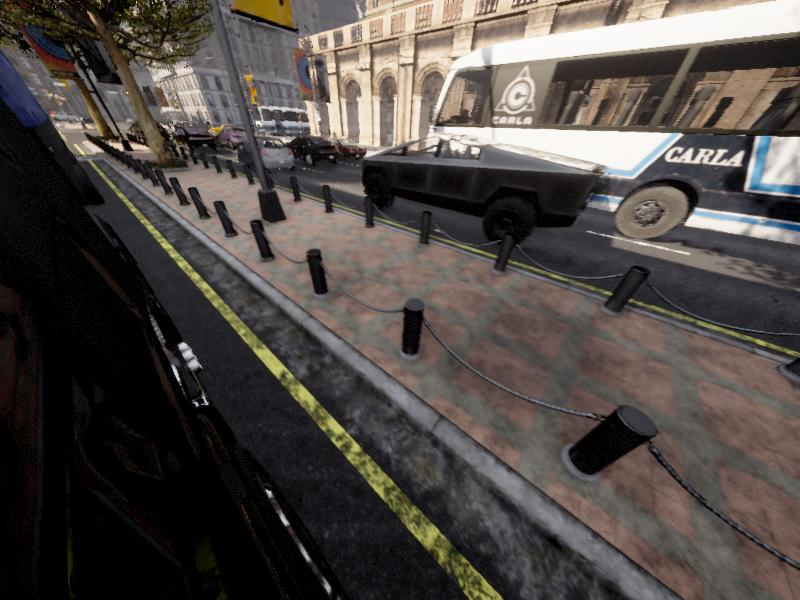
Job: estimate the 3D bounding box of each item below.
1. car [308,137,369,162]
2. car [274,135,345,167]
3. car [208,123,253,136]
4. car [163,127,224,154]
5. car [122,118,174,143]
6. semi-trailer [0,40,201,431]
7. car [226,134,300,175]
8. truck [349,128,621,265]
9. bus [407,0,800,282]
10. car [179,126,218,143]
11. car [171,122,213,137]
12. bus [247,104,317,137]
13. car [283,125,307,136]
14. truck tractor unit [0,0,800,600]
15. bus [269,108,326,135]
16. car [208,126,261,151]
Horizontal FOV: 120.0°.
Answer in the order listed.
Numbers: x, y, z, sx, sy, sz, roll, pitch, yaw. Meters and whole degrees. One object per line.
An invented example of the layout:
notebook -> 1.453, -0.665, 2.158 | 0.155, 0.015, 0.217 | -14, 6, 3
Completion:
car -> -4.815, -11.794, 17.996 | 4.718, 1.301, 1.895 | 28, 44, 30
car -> -6.074, -10.001, 15.366 | 4.892, 1.490, 1.837 | 27, 43, 30
car -> -27.442, -27.719, 37.635 | 1.801, 1.575, 5.366 | 30, 45, 32
car -> -16.588, -12.861, 18.532 | 4.902, 1.511, 2.128 | 28, 44, 30
car -> -26.670, -17.992, 24.461 | 4.605, 1.855, 1.932 | 22, 41, 24
semi-trailer -> -8.679, -3.614, 4.253 | 14.254, 4.402, 2.717 | 28, 44, 30
car -> -7.434, -7.997, 12.587 | 3.633, 1.501, 1.845 | 28, 44, 30
truck -> 1.660, -3.389, 6.518 | 6.274, 2.098, 2.390 | 28, 44, 30
bus -> 5.550, -4.834, 6.880 | 10.273, 4.253, 3.944 | 27, 43, 30
car -> -23.121, -19.018, 26.468 | 4.181, 1.385, 1.994 | 28, 44, 30
car -> -28.620, -23.482, 31.935 | 1.789, 1.549, 3.705 | 28, 44, 30
bus -> -21.331, -33.001, 42.822 | 3.944, 4.253, 10.273 | 28, 44, 30
car -> -21.611, -34.959, 47.623 | 1.851, 1.617, 3.988 | 28, 44, 30
truck tractor unit -> -2.645, -0.295, 0.351 | 6.516, 4.208, 3.053 | 28, 44, 30
bus -> -22.051, -38.847, 50.576 | 3.944, 4.253, 10.273 | 28, 44, 30
car -> -15.281, -14.957, 21.306 | 4.856, 1.649, 2.033 | 27, 43, 30
